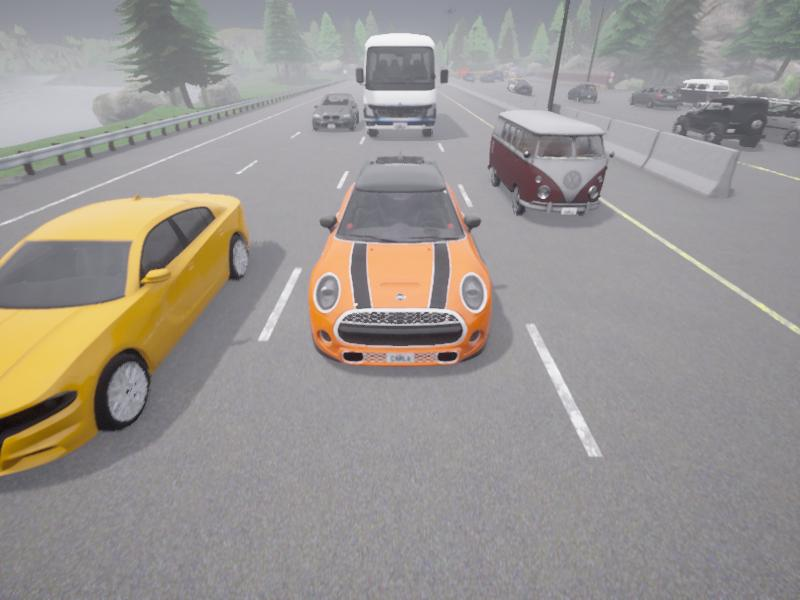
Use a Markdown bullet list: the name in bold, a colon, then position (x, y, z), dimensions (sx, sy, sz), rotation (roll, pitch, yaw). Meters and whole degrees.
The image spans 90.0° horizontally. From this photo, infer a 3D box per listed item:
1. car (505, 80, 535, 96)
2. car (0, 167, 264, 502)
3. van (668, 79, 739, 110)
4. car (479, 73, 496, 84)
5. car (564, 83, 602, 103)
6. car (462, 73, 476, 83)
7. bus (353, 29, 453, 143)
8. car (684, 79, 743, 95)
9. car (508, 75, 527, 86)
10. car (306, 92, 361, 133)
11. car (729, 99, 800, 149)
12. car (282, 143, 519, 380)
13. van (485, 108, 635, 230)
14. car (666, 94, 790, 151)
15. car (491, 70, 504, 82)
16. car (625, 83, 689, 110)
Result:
- **car**: position (13.972, -24.930, 46.940), dimensions (2.038, 1.542, 4.974), rotation (0, 30, 0)
- **car**: position (-3.496, -0.312, 4.981), dimensions (1.882, 1.535, 5.008), rotation (0, 30, 0)
- **van**: position (24.505, -16.806, 32.602), dimensions (2.069, 2.038, 4.480), rotation (0, 30, 0)
- **car**: position (17.365, -44.231, 79.832), dimensions (2.242, 1.667, 4.611), rotation (0, 30, 0)
- **car**: position (17.495, -19.934, 38.436), dimensions (1.845, 1.501, 3.633), rotation (0, 30, 0)
- **car**: position (13.864, -44.950, 80.945), dimensions (2.033, 1.649, 4.856), rotation (1, 30, 1)
- **bus**: position (0.126, -11.494, 21.362), dimensions (3.944, 4.253, 10.273), rotation (0, 30, 0)
- **car**: position (37.376, -25.441, 47.801), dimensions (4.974, 1.542, 2.038), rotation (-1, 30, -1)
- **car**: position (20.892, -39.412, 71.615), dimensions (1.801, 1.575, 5.366), rotation (0, 30, 0)
- **car**: position (-3.495, -10.454, 22.135), dimensions (2.242, 1.667, 4.611), rotation (0, 30, 0)
- **car**: position (17.508, -8.013, 18.044), dimensions (1.851, 1.617, 3.988), rotation (0, 30, 0)
- **car**: position (0.004, -1.025, 5.946), dimensions (2.097, 1.767, 4.553), rotation (0, 30, 0)
- **van**: position (3.504, -3.460, 9.908), dimensions (1.775, 1.987, 4.442), rotation (0, 30, 0)
- **car**: position (14.007, -7.845, 17.476), dimensions (1.905, 1.878, 3.866), rotation (0, 30, 0)
- **car**: position (21.029, -48.371, 86.390), dimensions (2.150, 2.045, 5.566), rotation (3, 31, 6)
- **car**: position (21.004, -16.824, 32.997), dimensions (2.242, 1.667, 4.611), rotation (0, 30, 0)
